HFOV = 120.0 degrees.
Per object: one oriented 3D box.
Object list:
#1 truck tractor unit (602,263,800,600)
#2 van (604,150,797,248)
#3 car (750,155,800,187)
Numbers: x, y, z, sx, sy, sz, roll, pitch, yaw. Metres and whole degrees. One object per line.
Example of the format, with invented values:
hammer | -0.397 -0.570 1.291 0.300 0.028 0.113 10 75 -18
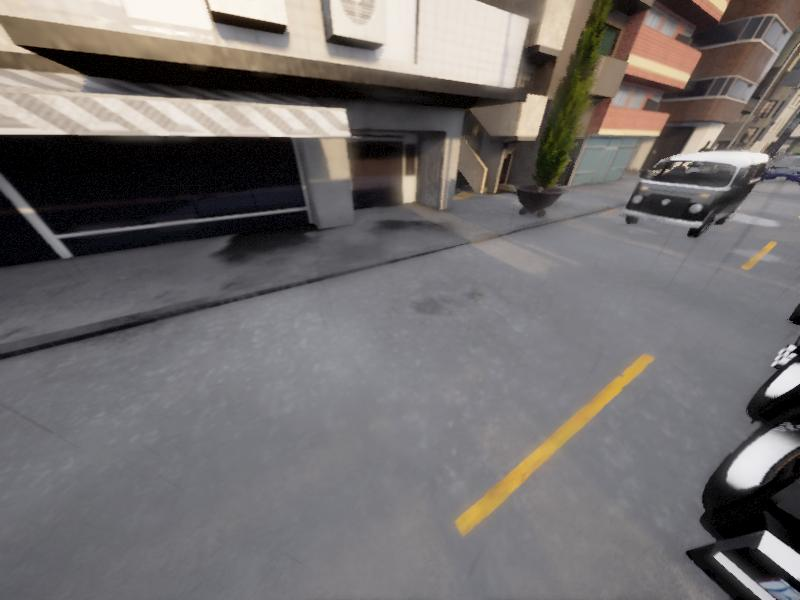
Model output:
truck tractor unit | 5.108 -0.303 0.785 6.516 4.208 3.053 -18 39 -24
van | 9.078 -3.340 7.103 4.480 2.038 2.069 -18 39 -24
car | 26.500 -8.785 15.577 4.792 1.488 2.163 -18 39 -24
